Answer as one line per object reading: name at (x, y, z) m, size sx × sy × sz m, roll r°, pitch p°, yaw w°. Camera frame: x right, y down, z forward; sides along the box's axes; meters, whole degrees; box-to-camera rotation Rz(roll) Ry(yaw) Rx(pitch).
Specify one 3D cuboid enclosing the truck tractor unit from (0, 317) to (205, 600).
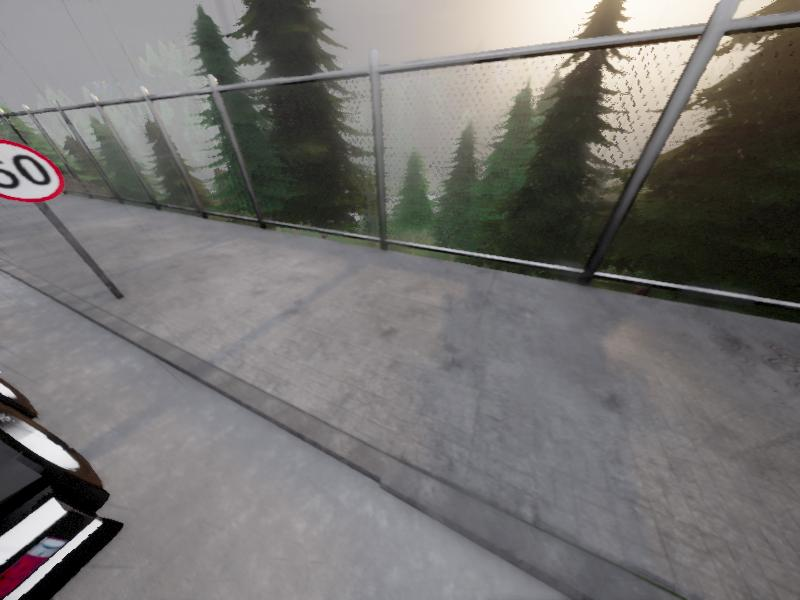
truck tractor unit at (-5.199, -0.202, 0.640) m, size 6.516 × 4.208 × 3.053 m, roll 15°, pitch 38°, yaw 20°
